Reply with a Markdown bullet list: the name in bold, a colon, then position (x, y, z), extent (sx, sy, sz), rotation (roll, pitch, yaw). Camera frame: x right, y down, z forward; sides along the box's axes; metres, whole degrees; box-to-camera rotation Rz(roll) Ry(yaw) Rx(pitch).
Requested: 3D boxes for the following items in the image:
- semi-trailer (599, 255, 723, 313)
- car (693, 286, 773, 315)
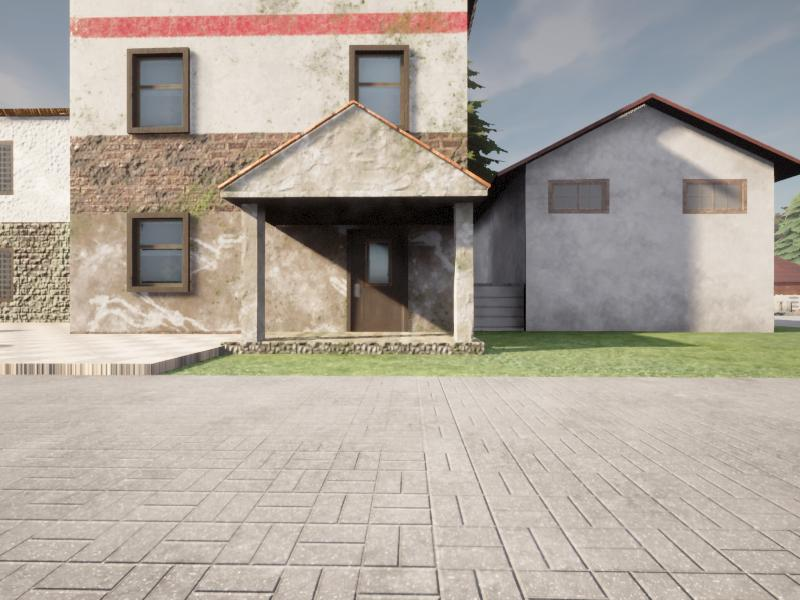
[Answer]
- **semi-trailer**: position (23.577, -1.218, 37.876), extent (2.717, 4.402, 14.254), rotation (0, 0, 1)
- **car**: position (23.238, 0.051, 28.212), extent (1.932, 1.855, 4.605), rotation (0, 0, 3)
